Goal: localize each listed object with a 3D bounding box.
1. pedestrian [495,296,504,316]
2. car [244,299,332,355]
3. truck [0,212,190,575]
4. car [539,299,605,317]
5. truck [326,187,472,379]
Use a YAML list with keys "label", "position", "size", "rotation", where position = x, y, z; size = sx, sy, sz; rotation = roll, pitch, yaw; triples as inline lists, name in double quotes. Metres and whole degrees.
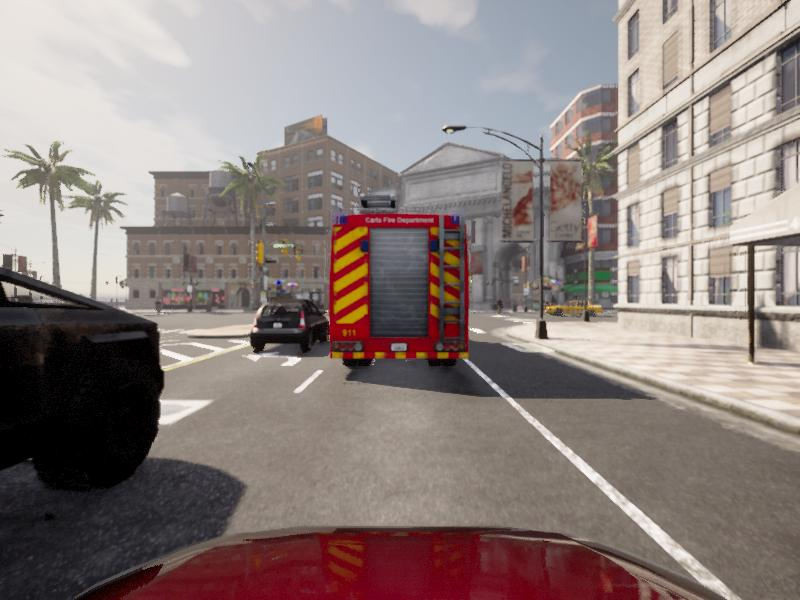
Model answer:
- label: "pedestrian"
  position: [9.486, 0.578, 38.191]
  size: [0.751, 1.860, 0.751]
  rotation: [0, 0, 13]
- label: "car"
  position: [-3.553, 0.768, 13.501]
  size: [1.851, 1.617, 3.988]
  rotation: [0, 0, 0]
- label: "truck"
  position: [-3.504, 0.540, 1.268]
  size: [2.390, 2.098, 6.274]
  rotation: [0, 0, 0]
- label: "car"
  position: [16.024, 0.745, 37.388]
  size: [5.366, 1.575, 1.801]
  rotation: [0, 0, 0]
- label: "truck"
  position: [-0.011, -0.340, 12.174]
  size: [2.891, 3.827, 8.468]
  rotation: [0, 0, 0]
